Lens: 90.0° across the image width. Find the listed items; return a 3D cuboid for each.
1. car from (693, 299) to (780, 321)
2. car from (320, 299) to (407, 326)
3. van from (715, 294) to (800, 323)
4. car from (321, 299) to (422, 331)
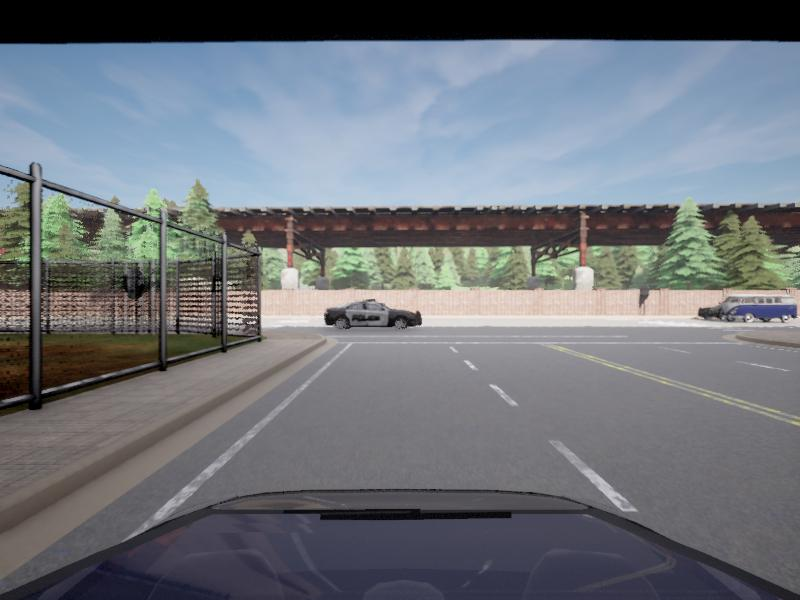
[{"bbox_3d":[26.597,0.774,31.757,5.238,1.638,1.930,0,0,1],"label":"car"},{"bbox_3d":[-2.193,0.774,25.146,5.238,1.638,1.930,0,0,0],"label":"car"},{"bbox_3d":[25.160,0.602,28.269,4.442,1.987,1.775,0,0,1],"label":"van"},{"bbox_3d":[-1.454,0.773,21.639,5.238,1.638,1.930,0,0,0],"label":"car"}]
